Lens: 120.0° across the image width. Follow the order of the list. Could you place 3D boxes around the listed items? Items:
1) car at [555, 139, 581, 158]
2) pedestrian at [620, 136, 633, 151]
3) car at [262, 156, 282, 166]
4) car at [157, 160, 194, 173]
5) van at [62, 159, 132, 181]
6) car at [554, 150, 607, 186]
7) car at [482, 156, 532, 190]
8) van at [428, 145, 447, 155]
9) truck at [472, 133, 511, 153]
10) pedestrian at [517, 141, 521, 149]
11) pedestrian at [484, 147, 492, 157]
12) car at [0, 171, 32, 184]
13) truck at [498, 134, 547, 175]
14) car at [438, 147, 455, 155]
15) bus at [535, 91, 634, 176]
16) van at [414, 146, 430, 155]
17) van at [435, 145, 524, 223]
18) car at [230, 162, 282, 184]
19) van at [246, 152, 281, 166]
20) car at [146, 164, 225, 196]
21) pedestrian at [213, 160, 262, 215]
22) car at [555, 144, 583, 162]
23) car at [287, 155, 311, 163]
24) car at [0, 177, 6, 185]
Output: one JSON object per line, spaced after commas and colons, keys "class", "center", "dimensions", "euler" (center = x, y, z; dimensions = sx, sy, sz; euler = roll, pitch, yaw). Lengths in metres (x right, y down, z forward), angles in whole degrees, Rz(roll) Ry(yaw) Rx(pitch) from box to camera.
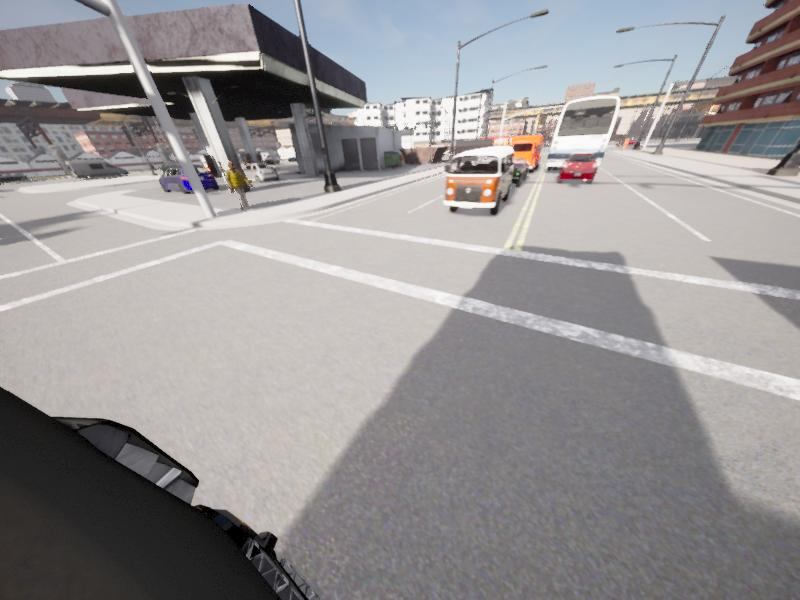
{"class": "car", "center": [23.729, -21.662, 32.906], "dimensions": [2.150, 2.045, 5.566], "euler": [14, 37, 24]}
{"class": "pedestrian", "center": [34.813, -24.093, 35.556], "dimensions": [0.751, 1.860, 0.751], "euler": [-29, 41, -33]}
{"class": "car", "center": [-27.868, -30.369, 50.451], "dimensions": [1.930, 1.638, 5.238], "euler": [-6, 33, -4]}
{"class": "car", "center": [-44.291, -26.489, 45.758], "dimensions": [2.097, 1.767, 4.553], "euler": [16, 38, 26]}
{"class": "van", "center": [-46.921, -20.369, 36.059], "dimensions": [1.988, 2.561, 5.915], "euler": [16, 38, 26]}
{"class": "car", "center": [10.381, -7.834, 13.574], "dimensions": [1.845, 1.501, 3.633], "euler": [15, 38, 25]}
{"class": "car", "center": [6.618, -7.833, 14.079], "dimensions": [1.895, 1.301, 4.718], "euler": [15, 38, 25]}
{"class": "van", "center": [9.818, -39.205, 60.457], "dimensions": [4.480, 2.038, 2.069], "euler": [14, 37, 24]}
{"class": "truck", "center": [23.631, -40.550, 59.773], "dimensions": [8.468, 3.827, 2.891], "euler": [16, 38, 26]}
{"class": "pedestrian", "center": [36.170, -47.170, 70.239], "dimensions": [0.751, 1.860, 0.751], "euler": [11, 36, 20]}
{"class": "pedestrian", "center": [14.149, -23.757, 37.176], "dimensions": [0.751, 1.300, 0.751], "euler": [18, 39, 28]}
{"class": "car", "center": [-62.846, -19.616, 37.051], "dimensions": [1.845, 1.501, 3.633], "euler": [16, 38, 26]}
{"class": "truck", "center": [10.135, -11.980, 18.992], "dimensions": [2.627, 2.467, 5.204], "euler": [15, 38, 25]}
{"class": "car", "center": [11.323, -36.412, 56.551], "dimensions": [3.633, 1.501, 1.845], "euler": [16, 38, 26]}
{"class": "bus", "center": [14.216, -13.162, 18.842], "dimensions": [3.944, 4.253, 10.273], "euler": [15, 38, 25]}
{"class": "van", "center": [6.764, -46.013, 70.962], "dimensions": [4.480, 2.038, 2.069], "euler": [7, 35, 14]}
{"class": "van", "center": [3.206, -4.685, 8.927], "dimensions": [2.069, 2.038, 4.480], "euler": [15, 37, 25]}
{"class": "car", "center": [-13.011, -11.534, 20.939], "dimensions": [3.806, 1.475, 1.970], "euler": [16, 38, 26]}
{"class": "van", "center": [-32.269, -33.542, 54.860], "dimensions": [6.366, 2.431, 2.351], "euler": [-29, 41, -34]}
{"class": "car", "center": [-15.225, -8.626, 16.438], "dimensions": [4.611, 1.667, 2.242], "euler": [16, 38, 26]}
{"class": "pedestrian", "center": [-6.454, -4.507, 9.266], "dimensions": [0.751, 1.860, 0.751], "euler": [19, 39, 29]}
{"class": "car", "center": [19.857, -17.487, 27.383], "dimensions": [2.038, 1.542, 4.974], "euler": [14, 37, 24]}
{"class": "car", "center": [-27.018, -37.792, 61.786], "dimensions": [5.357, 1.411, 2.033], "euler": [-19, 37, -22]}
{"class": "car", "center": [-61.215, -17.378, 33.549], "dimensions": [1.789, 1.549, 3.705], "euler": [16, 38, 26]}
